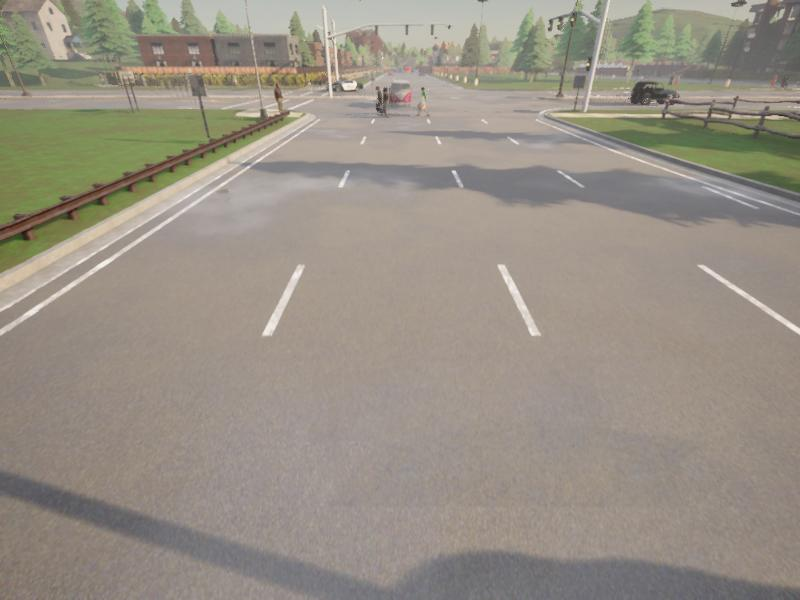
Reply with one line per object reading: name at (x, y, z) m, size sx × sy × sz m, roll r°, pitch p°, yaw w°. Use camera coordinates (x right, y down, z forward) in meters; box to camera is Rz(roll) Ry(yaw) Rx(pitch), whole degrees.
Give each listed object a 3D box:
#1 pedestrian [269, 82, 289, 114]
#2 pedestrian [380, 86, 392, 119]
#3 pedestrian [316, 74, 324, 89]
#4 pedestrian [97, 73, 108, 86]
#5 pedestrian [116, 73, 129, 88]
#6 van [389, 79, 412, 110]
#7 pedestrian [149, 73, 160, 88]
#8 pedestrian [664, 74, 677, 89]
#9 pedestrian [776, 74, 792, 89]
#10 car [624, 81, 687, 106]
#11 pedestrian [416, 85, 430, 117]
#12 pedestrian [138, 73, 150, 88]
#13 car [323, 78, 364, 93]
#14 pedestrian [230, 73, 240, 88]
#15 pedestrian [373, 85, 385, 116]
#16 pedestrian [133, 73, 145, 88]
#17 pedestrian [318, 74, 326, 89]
pedestrian at (-8.176, -13.675, 27.115) m, size 0.751 × 1.860 × 0.751 m, roll 19°, pitch 35°, yaw 29°
pedestrian at (-0.908, -12.775, 25.890) m, size 0.751 × 1.860 × 0.751 m, roll 0°, pitch 30°, yaw 0°
pedestrian at (-11.103, -30.337, 55.478) m, size 0.751 × 1.860 × 0.751 m, roll 0°, pitch 30°, yaw 0°
pedestrian at (-47.198, -35.008, 63.464) m, size 0.751 × 1.860 × 0.751 m, roll -25°, pitch 38°, yaw -35°
pedestrian at (-40.952, -32.441, 59.092) m, size 0.751 × 1.860 × 0.751 m, roll 9°, pitch 31°, yaw 14°
van at (0.061, -17.178, 33.325) m, size 1.775 × 1.987 × 4.442 m, roll 0°, pitch 30°, yaw 0°
pedestrian at (-36.330, -32.481, 59.165) m, size 0.751 × 1.860 × 0.751 m, roll -3°, pitch 30°, yaw -5°
pedestrian at (38.810, -31.375, 57.370) m, size 0.751 × 1.860 × 0.751 m, roll 3°, pitch 30°, yaw 5°
pedestrian at (53.881, -30.660, 56.168) m, size 0.751 × 1.860 × 0.751 m, roll 1°, pitch 30°, yaw 1°
car at (22.298, -18.161, 35.124) m, size 3.866 × 1.878 × 1.905 m, roll 0°, pitch 30°, yaw 1°
pedestrian at (1.515, -13.257, 26.714) m, size 0.751 × 1.860 × 0.751 m, roll -2°, pitch 30°, yaw -4°
pedestrian at (-37.922, -32.494, 59.186) m, size 0.751 × 1.860 × 0.751 m, roll -1°, pitch 30°, yaw -1°
car at (-7.427, -28.248, 52.654) m, size 4.974 × 1.542 × 2.038 m, roll -25°, pitch 38°, yaw -35°
pedestrian at (-24.433, -32.503, 59.218) m, size 0.751 × 1.860 × 0.751 m, roll 0°, pitch 30°, yaw 0°
pedestrian at (-1.439, -13.638, 27.361) m, size 0.751 × 1.860 × 0.751 m, roll -2°, pitch 30°, yaw -4°
pedestrian at (-38.651, -32.506, 59.206) m, size 0.751 × 1.860 × 0.751 m, roll 3°, pitch 31°, yaw 6°
pedestrian at (-10.688, -29.963, 54.846) m, size 0.751 × 1.860 × 0.751 m, roll 10°, pitch 32°, yaw 17°
